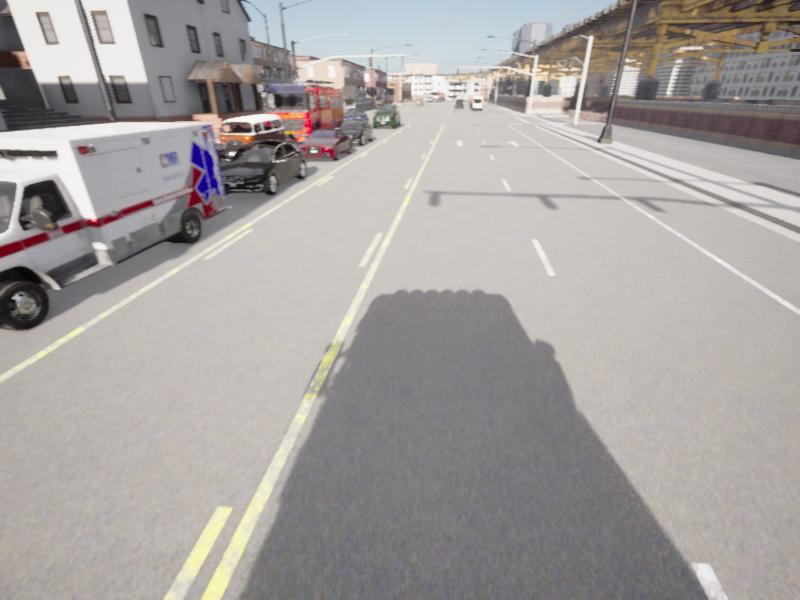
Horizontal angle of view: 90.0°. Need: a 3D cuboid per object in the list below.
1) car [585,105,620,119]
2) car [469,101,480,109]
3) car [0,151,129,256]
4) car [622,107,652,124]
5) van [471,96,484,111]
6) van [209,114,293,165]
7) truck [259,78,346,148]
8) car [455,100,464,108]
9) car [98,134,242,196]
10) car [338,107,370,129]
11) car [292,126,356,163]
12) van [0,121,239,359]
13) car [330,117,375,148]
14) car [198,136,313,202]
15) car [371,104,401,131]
[{"bbox_3d":[27.742,-25.805,54.819,4.974,1.542,2.038,-20,34,-34],"label":"car"},{"bbox_3d":[17.525,-46.109,94.440,2.152,1.651,5.027,3,28,7],"label":"car"},{"bbox_3d":[-9.131,-2.508,9.720,1.851,1.617,3.988,3,28,7],"label":"car"},{"bbox_3d":[27.235,-21.221,45.939,2.038,1.542,4.974,18,33,32],"label":"car"},{"bbox_3d":[15.482,-39.502,80.338,1.988,2.561,5.915,3,27,7],"label":"van"},{"bbox_3d":[-7.478,-8.443,20.744,2.069,2.038,4.480,3,27,7],"label":"van"},{"bbox_3d":[-6.347,-13.204,28.021,2.891,3.827,8.468,3,27,7],"label":"truck"},{"bbox_3d":[14.408,-47.677,97.155,1.930,1.638,5.238,3,28,7],"label":"car"},{"bbox_3d":[-8.313,-5.283,15.198,2.128,1.511,4.902,3,28,7],"label":"car"},{"bbox_3d":[-4.585,-18.435,40.360,2.097,1.767,4.553,3,28,7],"label":"car"},{"bbox_3d":[-3.883,-8.308,21.209,1.994,1.385,4.181,4,28,8],"label":"car"},{"bbox_3d":[-5.903,-1.830,7.508,2.351,2.431,6.366,3,28,7],"label":"van"},{"bbox_3d":[-3.041,-11.370,27.003,1.837,1.490,4.892,4,28,7],"label":"car"},{"bbox_3d":[-4.891,-4.919,14.508,1.837,1.490,4.892,3,28,7],"label":"car"},{"bbox_3d":[-1.247,-17.924,39.078,2.150,2.045,5.566,3,28,6],"label":"car"}]
